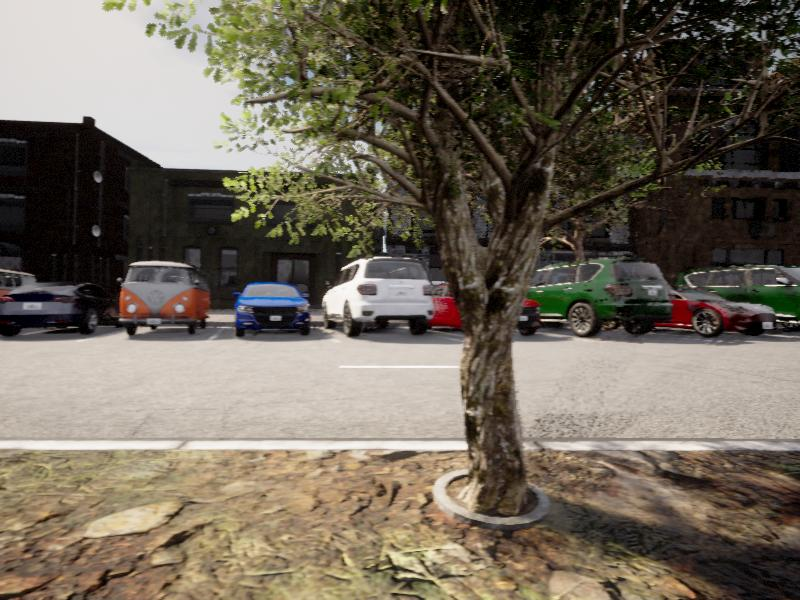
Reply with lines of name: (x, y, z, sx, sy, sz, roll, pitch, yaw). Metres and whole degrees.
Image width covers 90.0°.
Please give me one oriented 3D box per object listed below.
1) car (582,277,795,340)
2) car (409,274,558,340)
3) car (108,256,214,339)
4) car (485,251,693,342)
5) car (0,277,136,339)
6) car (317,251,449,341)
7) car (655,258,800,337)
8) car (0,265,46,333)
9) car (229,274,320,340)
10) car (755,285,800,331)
car: (8.165, 0.243, 12.026, 2.163, 1.488, 4.792, 1, -1, -20)
car: (2.142, 0.208, 12.067, 2.097, 1.535, 5.008, 1, -1, -20)
car: (-6.832, -0.026, 11.973, 1.878, 1.987, 4.442, 1, -1, -20)
car: (5.132, -0.040, 12.086, 2.435, 2.045, 5.566, 0, -1, -20)
car: (-9.902, 0.228, 12.106, 2.163, 1.488, 4.792, 0, -1, -20)
car: (-0.877, -0.045, 12.096, 2.435, 2.045, 5.566, 0, -1, -20)
car: (11.173, -0.036, 12.027, 2.435, 2.045, 5.566, 1, -1, -20)
car: (-12.857, -0.032, 11.972, 1.878, 1.987, 4.442, 1, -1, -20)
car: (-3.868, 0.203, 12.076, 2.097, 1.535, 5.008, 1, -1, -20)
car: (14.177, 0.248, 12.016, 2.163, 1.488, 4.792, 1, -1, -20)
